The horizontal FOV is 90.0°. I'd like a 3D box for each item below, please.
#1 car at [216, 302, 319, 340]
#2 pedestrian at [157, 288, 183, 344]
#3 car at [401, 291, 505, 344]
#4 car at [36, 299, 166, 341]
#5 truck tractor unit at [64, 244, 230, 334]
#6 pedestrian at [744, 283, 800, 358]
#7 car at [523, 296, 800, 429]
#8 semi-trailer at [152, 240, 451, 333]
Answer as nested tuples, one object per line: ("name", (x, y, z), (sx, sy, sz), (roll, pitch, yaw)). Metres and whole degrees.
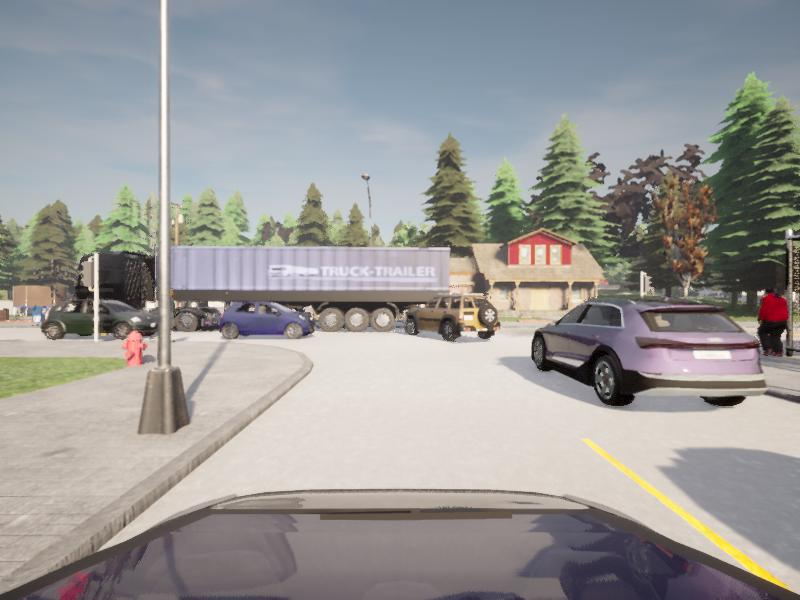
("car", (-5.327, 0.817, 16.420), (3.633, 1.501, 1.845), (0, 0, 0))
("pedestrian", (-7.929, 0.526, 13.799), (0.751, 1.860, 0.751), (0, 0, -29))
("car", (1.978, 0.641, 16.488), (1.932, 1.855, 4.605), (1, -1, -28))
("car", (-12.126, 0.778, 16.426), (3.988, 1.617, 1.851), (0, 0, 0))
("truck tractor unit", (-12.591, -0.534, 20.428), (6.516, 4.208, 3.053), (0, 0, 0))
("pedestrian", (9.589, 0.519, 10.339), (0.751, 1.860, 0.751), (0, 0, 4))
("car", (4.029, 0.774, 7.413), (2.033, 1.649, 4.856), (0, 0, 0))
("semi-trailer", (-4.678, -0.629, 20.419), (14.254, 4.402, 2.717), (0, 0, 0))
